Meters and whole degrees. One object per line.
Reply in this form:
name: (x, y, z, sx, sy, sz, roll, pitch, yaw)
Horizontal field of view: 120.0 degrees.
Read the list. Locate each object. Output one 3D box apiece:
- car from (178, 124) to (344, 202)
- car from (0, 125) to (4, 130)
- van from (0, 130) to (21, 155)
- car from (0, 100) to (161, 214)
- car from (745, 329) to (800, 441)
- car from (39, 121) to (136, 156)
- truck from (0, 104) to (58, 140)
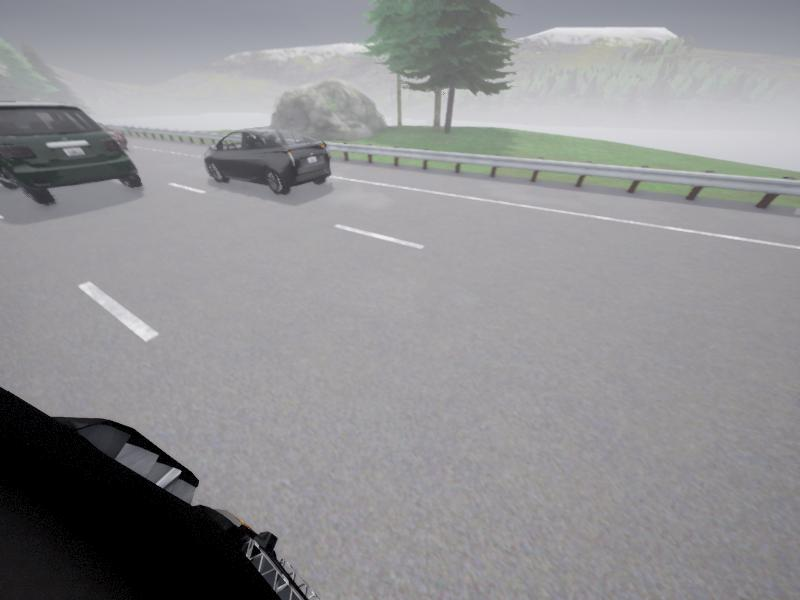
car: (-4.342, -4.561, 7.388, 4.514, 1.525, 2.007, 20, 44, 22)
car: (-45.501, -19.229, 24.885, 4.718, 1.301, 1.895, 20, 44, 22)
van: (-23.276, -8.980, 12.164, 4.480, 2.038, 2.069, 20, 44, 22)
car: (-10.112, -4.273, 6.590, 5.566, 2.045, 2.150, 19, 43, 22)
car: (5.263, 1.410, 0.219, 5.027, 1.651, 2.152, 20, 44, 22)
car: (-17.765, -9.283, 13.143, 4.718, 1.301, 1.895, 20, 44, 22)
truck: (-31.459, -14.504, 18.685, 6.274, 2.098, 2.390, 20, 44, 22)
